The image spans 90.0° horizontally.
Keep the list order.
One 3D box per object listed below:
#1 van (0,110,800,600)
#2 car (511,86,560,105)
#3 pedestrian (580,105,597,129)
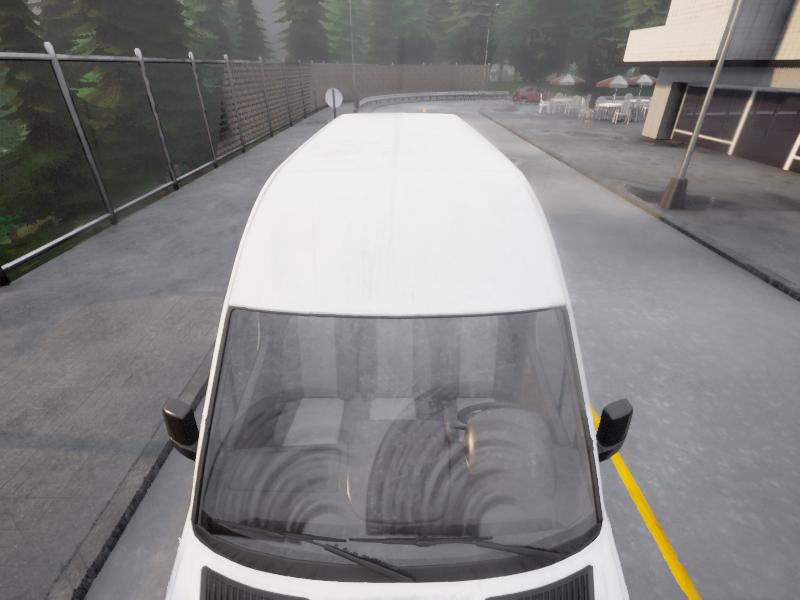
[{"bbox_3d":[-0.018,0.046,3.433,1.988,2.561,5.915,0,30,0],"label":"van"},{"bbox_3d":[12.285,-18.643,36.434,3.633,1.501,1.845,-4,30,-7],"label":"car"},{"bbox_3d":[10.140,-9.850,21.547,0.500,1.100,0.500,1,30,2],"label":"pedestrian"}]
